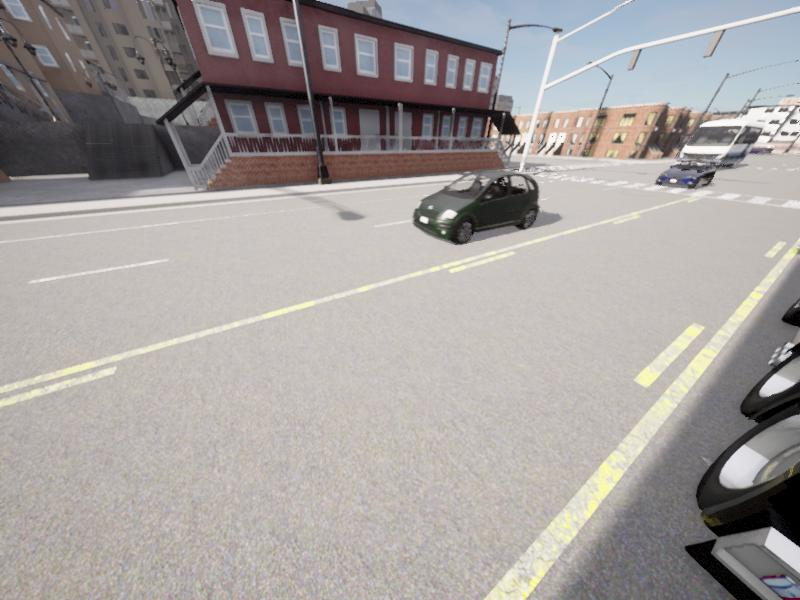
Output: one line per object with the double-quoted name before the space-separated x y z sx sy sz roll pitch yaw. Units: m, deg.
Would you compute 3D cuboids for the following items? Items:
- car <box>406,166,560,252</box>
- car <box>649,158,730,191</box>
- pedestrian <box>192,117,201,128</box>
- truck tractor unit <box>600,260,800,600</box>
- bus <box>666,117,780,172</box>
"car" 2.380 -2.914 6.904 3.988 1.617 1.851 -18 39 -25
"car" 18.153 -7.943 14.509 4.193 1.474 1.816 -18 39 -25
"pedestrian" -43.037 -37.533 48.949 0.751 1.860 0.751 -18 39 -25
"truck tractor unit" 5.132 -0.273 0.783 6.516 4.208 3.053 -18 41 -25
"bus" 34.677 -16.630 24.859 10.273 4.253 3.944 -18 39 -24
